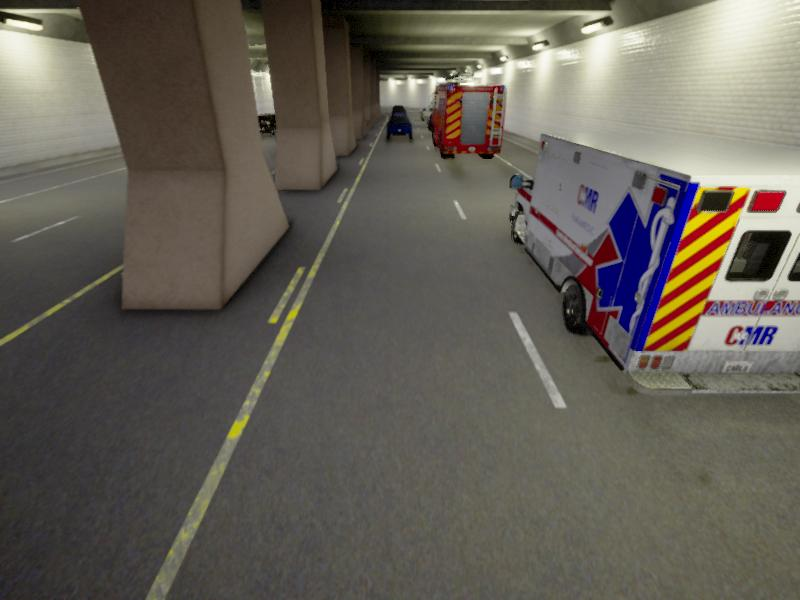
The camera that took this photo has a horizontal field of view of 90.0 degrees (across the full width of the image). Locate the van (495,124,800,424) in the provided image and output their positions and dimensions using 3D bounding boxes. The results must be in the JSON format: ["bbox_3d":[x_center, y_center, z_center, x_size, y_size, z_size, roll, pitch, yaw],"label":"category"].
[{"bbox_3d":[3.489,-1.264,6.385,2.351,2.431,6.366,0,27,0],"label":"van"}]

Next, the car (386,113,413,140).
[{"bbox_3d":[-0.036,-13.481,30.939,1.882,1.535,5.008,0,27,0],"label":"car"}]

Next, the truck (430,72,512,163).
[{"bbox_3d":[3.480,-10.305,22.331,2.891,3.827,8.468,0,27,0],"label":"truck"}]

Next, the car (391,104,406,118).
[{"bbox_3d":[-0.240,-26.652,56.383,1.882,1.535,5.008,-1,27,-2],"label":"car"}]

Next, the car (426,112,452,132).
[{"bbox_3d":[3.459,-16.166,36.243,1.812,1.442,4.674,0,27,0],"label":"car"}]

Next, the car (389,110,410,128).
[{"bbox_3d":[-0.044,-18.854,41.475,2.033,1.411,5.357,0,27,0],"label":"car"}]

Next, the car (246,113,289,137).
[{"bbox_3d":[-10.537,-14.117,32.168,1.837,1.490,4.892,0,27,0],"label":"car"}]
